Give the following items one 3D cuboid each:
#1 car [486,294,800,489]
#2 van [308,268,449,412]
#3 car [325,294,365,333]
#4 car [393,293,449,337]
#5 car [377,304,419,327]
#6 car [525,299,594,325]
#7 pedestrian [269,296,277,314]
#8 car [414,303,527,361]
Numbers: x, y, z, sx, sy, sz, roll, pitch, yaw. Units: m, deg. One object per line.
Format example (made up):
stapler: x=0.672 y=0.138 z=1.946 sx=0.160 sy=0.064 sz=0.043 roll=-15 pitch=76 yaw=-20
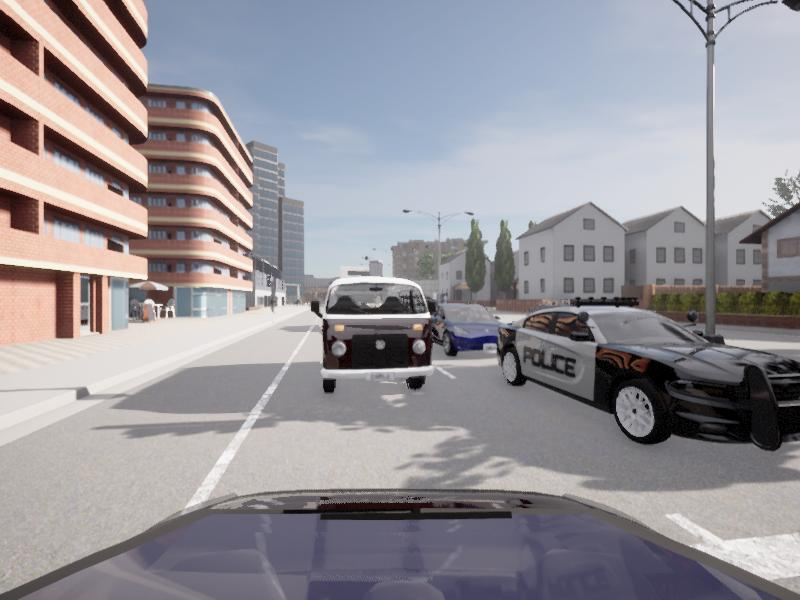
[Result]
car: x=3.253 y=0.773 z=6.127 sx=1.930 sy=1.638 sz=5.238 roll=0 pitch=0 yaw=-10
van: x=-0.674 y=0.575 z=8.064 sx=2.069 sy=2.038 sz=4.480 roll=0 pitch=0 yaw=-10
car: x=-3.083 y=0.659 z=21.819 sx=1.932 sy=1.855 sz=4.605 roll=0 pitch=0 yaw=-10
car: x=0.896 y=0.652 z=19.366 sx=1.905 sy=1.878 sz=3.866 roll=0 pitch=0 yaw=-10
car: x=-0.236 y=0.950 z=25.827 sx=1.895 sy=1.301 sz=4.718 roll=0 pitch=0 yaw=-10
car: x=11.033 y=0.788 z=28.144 sx=2.152 sy=1.651 sz=5.027 roll=0 pitch=0 yaw=-10
pedestrian: x=-12.985 y=0.495 z=40.918 sx=0.751 sy=1.860 sz=0.751 roll=0 pitch=0 yaw=-12
car: x=1.999 y=0.855 z=13.086 sx=2.163 sy=1.488 sz=4.792 roll=0 pitch=0 yaw=-10
